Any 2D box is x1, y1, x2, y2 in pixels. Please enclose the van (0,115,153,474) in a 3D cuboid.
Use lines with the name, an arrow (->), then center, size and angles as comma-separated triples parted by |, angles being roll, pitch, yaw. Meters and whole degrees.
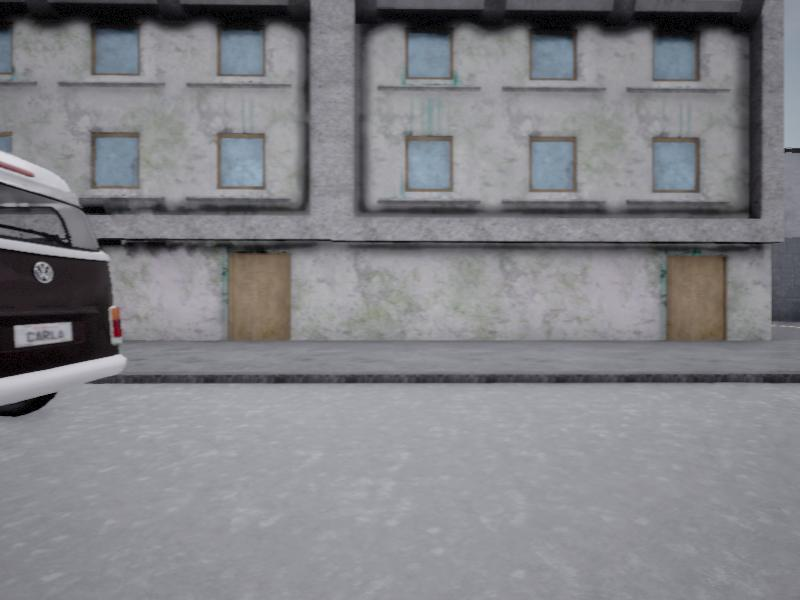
van -> -4.513, -0.035, 2.639 | 4.480, 2.038, 2.069 | 0, 0, -1
